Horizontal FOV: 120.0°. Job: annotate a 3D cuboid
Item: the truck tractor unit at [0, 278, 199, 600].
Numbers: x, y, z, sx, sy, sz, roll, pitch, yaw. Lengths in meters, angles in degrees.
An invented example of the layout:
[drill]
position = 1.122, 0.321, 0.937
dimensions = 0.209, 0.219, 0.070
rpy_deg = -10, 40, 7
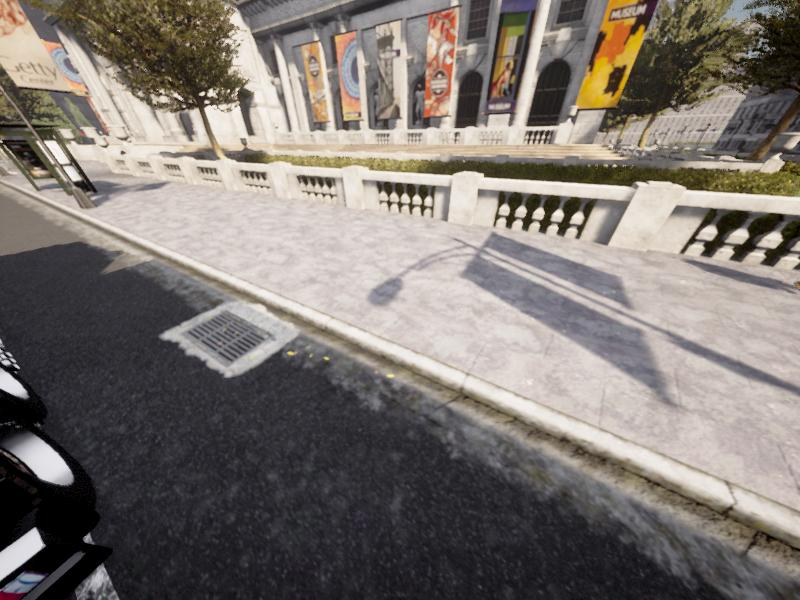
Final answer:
[truck tractor unit]
position = -5.128, -0.284, 0.746
dimensions = 6.516, 4.208, 3.053
rpy_deg = 18, 38, 23

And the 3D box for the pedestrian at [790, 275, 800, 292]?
[pedestrian]
position = 7.060, -0.759, 3.186
dimensions = 0.751, 1.860, 0.751
rpy_deg = 25, 42, 31
